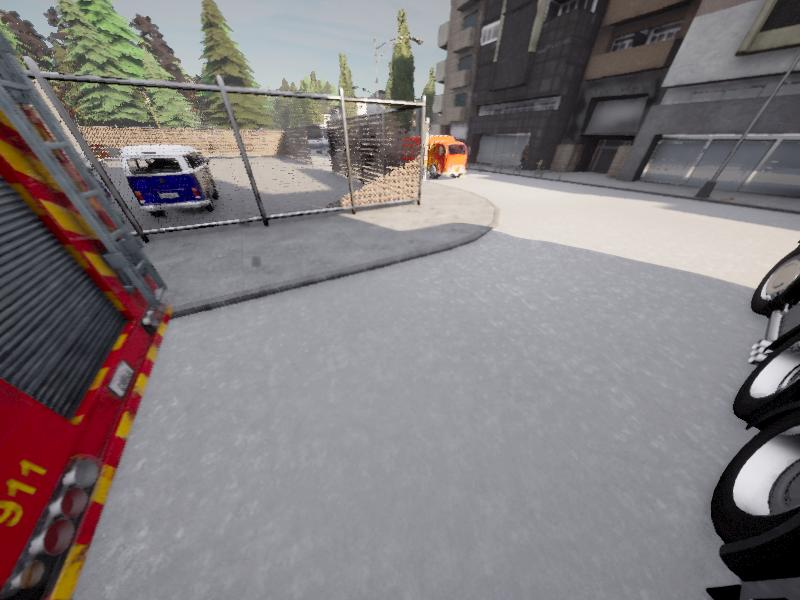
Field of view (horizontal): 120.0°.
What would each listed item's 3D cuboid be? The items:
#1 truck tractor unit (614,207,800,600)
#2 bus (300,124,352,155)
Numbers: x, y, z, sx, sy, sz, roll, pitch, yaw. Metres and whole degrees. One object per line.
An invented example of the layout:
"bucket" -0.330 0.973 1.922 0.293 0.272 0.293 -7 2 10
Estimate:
"truck tractor unit" 5.013 -0.386 0.917 6.516 4.208 3.053 -22 41 -29
"bus" -13.214 -29.848 42.962 3.944 4.253 10.273 7 36 12
